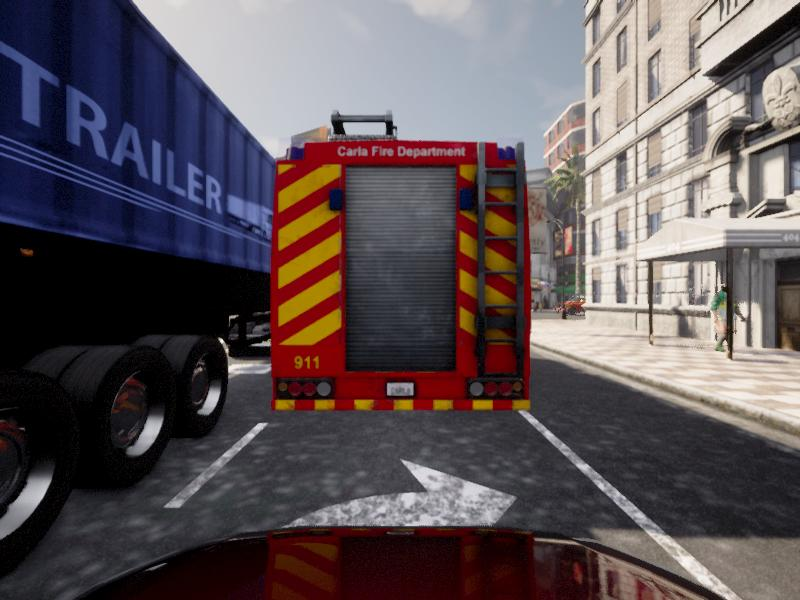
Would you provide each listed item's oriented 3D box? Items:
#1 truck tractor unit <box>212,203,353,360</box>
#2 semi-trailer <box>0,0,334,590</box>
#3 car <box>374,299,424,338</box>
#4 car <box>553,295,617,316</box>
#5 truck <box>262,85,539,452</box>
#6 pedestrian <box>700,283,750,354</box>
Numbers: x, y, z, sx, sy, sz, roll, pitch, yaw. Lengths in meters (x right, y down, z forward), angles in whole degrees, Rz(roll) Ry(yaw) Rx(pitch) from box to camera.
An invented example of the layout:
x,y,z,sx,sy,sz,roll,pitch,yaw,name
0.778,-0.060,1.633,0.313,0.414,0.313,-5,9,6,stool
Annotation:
x,y,z,sx,sy,sz,roll,pitch,yaw,name
-3.536,-0.518,14.013,3.053,4.208,6.516,0,0,0,truck tractor unit
-3.528,-0.620,6.100,2.717,4.402,14.254,0,0,0,semi-trailer
-0.007,0.778,19.494,2.152,1.651,5.027,0,0,1,car
18.843,0.560,40.904,5.566,2.045,2.150,0,0,0,car
0.002,-0.325,8.405,2.891,3.827,8.468,0,0,0,truck
8.798,0.483,10.844,0.751,1.860,0.751,0,0,-16,pedestrian
